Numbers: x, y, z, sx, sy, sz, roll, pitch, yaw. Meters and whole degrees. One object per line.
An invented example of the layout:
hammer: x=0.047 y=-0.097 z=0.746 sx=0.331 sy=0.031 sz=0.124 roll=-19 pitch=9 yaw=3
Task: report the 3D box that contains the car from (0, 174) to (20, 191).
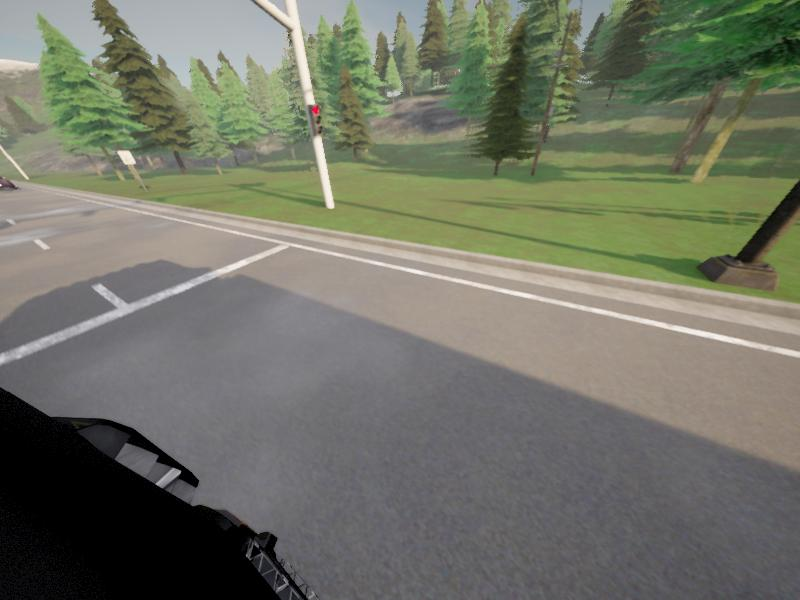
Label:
car: x=-43.319 y=-12.589 z=24.773 sx=4.193 sy=1.474 sz=1.816 roll=16 pitch=38 yaw=26
